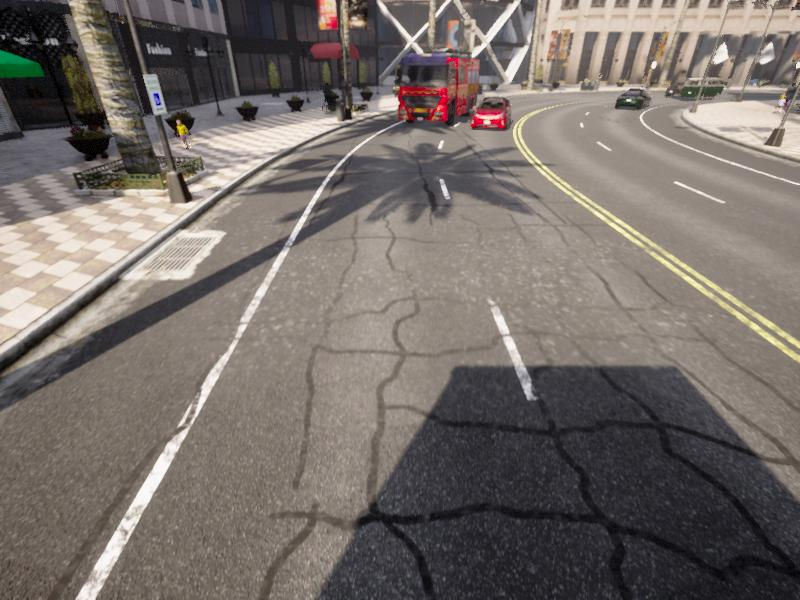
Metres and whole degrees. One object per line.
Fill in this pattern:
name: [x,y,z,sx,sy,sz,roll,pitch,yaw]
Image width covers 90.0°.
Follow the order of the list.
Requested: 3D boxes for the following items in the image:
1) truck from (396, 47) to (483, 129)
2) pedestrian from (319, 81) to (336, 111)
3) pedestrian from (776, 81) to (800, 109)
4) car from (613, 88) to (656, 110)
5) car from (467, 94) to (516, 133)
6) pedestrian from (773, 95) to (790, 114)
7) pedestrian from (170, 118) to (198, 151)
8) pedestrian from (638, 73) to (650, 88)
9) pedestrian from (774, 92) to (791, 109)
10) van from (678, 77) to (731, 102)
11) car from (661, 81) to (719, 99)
truck: [2.665,-13.307,24.901,2.891,3.827,8.468,11,32,18]
pedestrian: [-5.258,-14.837,29.095,0.751,1.860,0.751,9,32,16]
pedestrian: [29.639,-15.593,30.410,0.751,1.860,0.751,-13,33,-21]
car: [19.443,-16.665,33.065,1.994,1.385,4.181,22,37,33]
car: [5.210,-10.576,22.513,2.007,1.525,4.514,9,32,15]
pedestrian: [25.935,-13.268,27.193,0.500,1.100,0.500,23,38,34]
pedestrian: [-8.305,-6.374,15.408,0.500,1.100,0.500,3,31,5]
pedestrian: [35.540,-31.900,58.228,0.751,1.860,0.751,-6,31,-10]
pedestrian: [28.842,-15.021,30.186,0.500,1.100,0.500,-21,36,-31]
van: [30.374,-21.030,39.909,4.442,1.987,1.775,-14,33,-22]
car: [31.779,-23.053,43.878,5.027,1.651,2.152,-9,31,-15]
